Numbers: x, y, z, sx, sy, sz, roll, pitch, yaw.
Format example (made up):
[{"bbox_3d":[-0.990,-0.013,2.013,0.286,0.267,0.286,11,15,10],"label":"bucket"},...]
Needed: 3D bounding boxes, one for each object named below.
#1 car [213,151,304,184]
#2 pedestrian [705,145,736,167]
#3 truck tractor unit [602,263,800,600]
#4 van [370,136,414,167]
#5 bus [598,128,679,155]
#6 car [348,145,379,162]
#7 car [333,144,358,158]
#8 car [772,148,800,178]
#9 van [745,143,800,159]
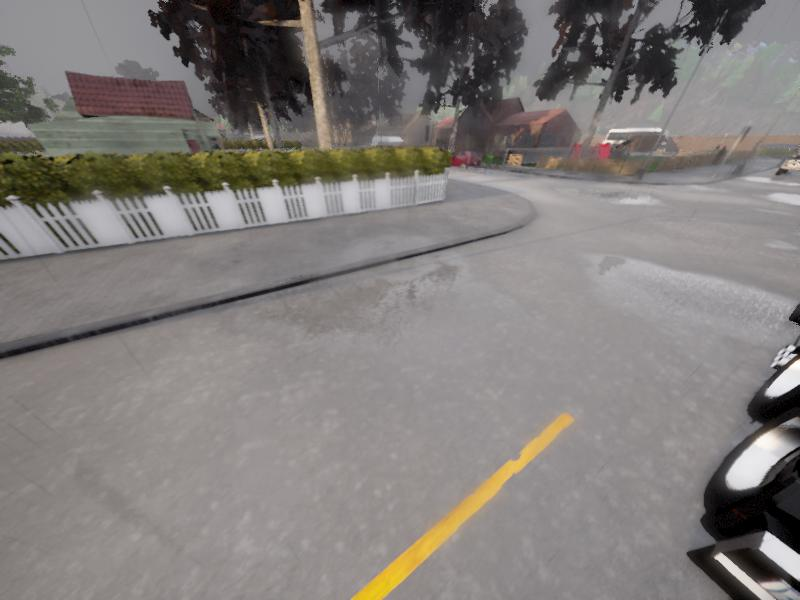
[{"bbox_3d":[-8.288,-8.028,13.823,4.181,1.381,1.994,-18,39,-24],"label":"car"},{"bbox_3d":[31.292,-14.085,22.605,0.751,1.860,0.751,-7,35,-10],"label":"pedestrian"},{"bbox_3d":[5.109,-0.302,0.790,6.516,4.208,3.053,-18,39,-24],"label":"truck tractor unit"},{"bbox_3d":[-0.984,-15.973,24.736,1.988,2.561,5.915,-18,39,-24],"label":"van"},{"bbox_3d":[48.894,-33.000,48.032,3.944,4.253,10.273,-18,39,-24],"label":"bus"},{"bbox_3d":[-4.820,-19.401,30.430,2.152,1.651,5.027,-18,39,-24],"label":"car"},{"bbox_3d":[-8.423,-22.943,35.531,1.801,1.575,5.366,-18,39,-24],"label":"car"},{"bbox_3d":[32.172,-10.843,18.160,4.605,1.855,1.932,-18,39,-24],"label":"car"},{"bbox_3d":[61.029,-24.468,37.843,1.775,1.987,4.442,-18,39,-24],"label":"van"}]
